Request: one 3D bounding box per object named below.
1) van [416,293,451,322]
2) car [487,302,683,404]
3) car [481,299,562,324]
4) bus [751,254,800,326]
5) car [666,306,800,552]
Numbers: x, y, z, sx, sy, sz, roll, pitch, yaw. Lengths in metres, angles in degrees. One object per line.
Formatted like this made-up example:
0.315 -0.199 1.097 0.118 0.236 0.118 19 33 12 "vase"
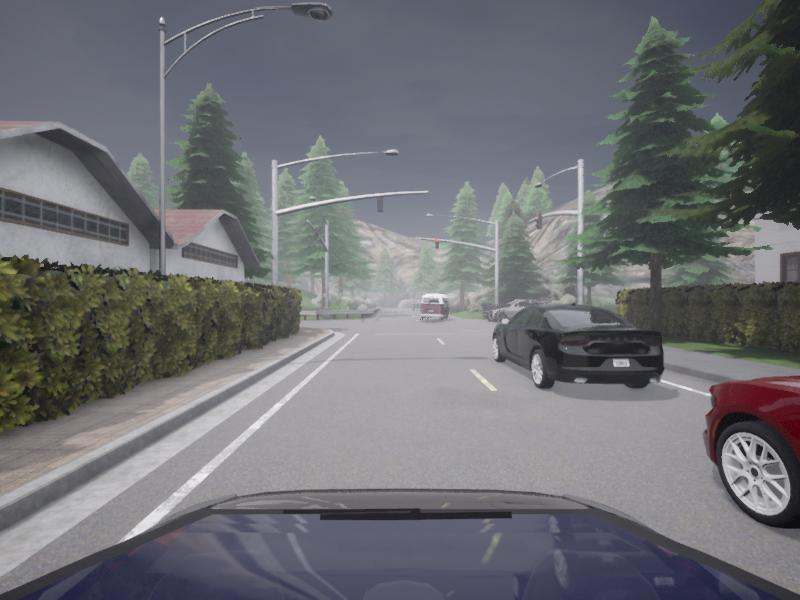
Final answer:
2.757 0.561 31.553 2.069 2.038 4.480 2 0 13 "van"
3.393 0.823 8.653 1.882 1.535 5.008 0 0 -1 "car"
8.458 0.767 28.215 5.027 1.651 2.152 0 0 -5 "car"
28.899 -0.552 25.142 10.273 4.253 3.944 0 0 0 "bus"
3.475 0.823 1.271 1.882 1.535 5.008 0 0 -1 "car"
